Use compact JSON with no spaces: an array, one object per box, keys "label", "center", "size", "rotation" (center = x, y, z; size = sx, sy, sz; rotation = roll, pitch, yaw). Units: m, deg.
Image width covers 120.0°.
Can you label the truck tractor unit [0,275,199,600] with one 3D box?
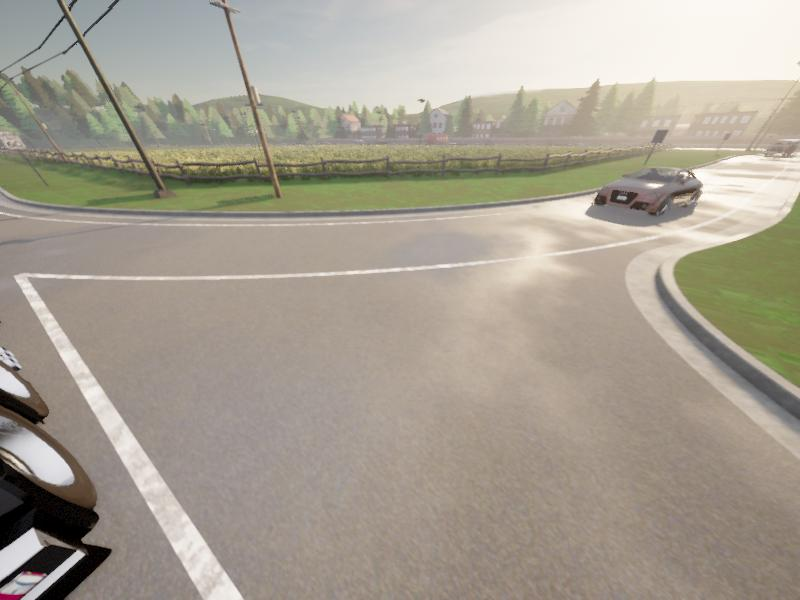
[{"label":"truck tractor unit","center":[-5.132,-0.279,0.754],"size":[6.516,4.208,3.053],"rotation":[17,39,23]}]

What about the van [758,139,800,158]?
[{"label":"van","center":[52.577,-20.929,31.787],"size":[4.480,2.038,2.069],"rotation":[-16,38,-22]}]

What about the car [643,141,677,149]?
[{"label":"car","center":[63.956,-38.224,56.955],"size":[5.008,1.535,1.882],"rotation":[19,39,25]}]

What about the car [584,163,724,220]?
[{"label":"car","center":[9.718,-4.321,8.918],"size":[4.181,1.385,1.994],"rotation":[-16,38,-22]}]

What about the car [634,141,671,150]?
[{"label":"car","center":[57.548,-35.278,52.748],"size":[5.366,1.575,1.801],"rotation":[19,39,25]}]

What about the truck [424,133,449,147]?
[{"label":"truck","center":[13.236,-58.151,84.005],"size":[8.468,3.827,2.891],"rotation":[19,39,25]}]
